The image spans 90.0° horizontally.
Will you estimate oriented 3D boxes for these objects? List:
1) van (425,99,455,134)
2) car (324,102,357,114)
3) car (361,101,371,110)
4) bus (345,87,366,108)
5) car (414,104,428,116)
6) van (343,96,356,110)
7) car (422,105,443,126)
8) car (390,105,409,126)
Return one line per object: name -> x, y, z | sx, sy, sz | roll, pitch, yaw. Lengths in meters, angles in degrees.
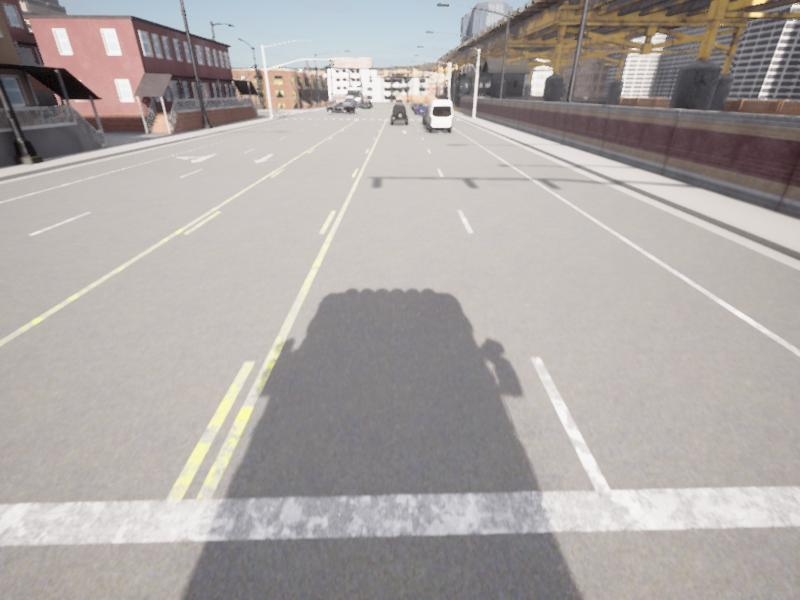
van -> 3.446, -16.414, 35.614 | 1.988, 2.561, 5.915 | 0, 27, 0
car -> -9.807, -31.456, 65.640 | 5.238, 1.638, 1.930 | 15, 31, 27
car -> -7.134, -41.314, 84.856 | 1.851, 1.617, 3.988 | 0, 27, 0
bus -> -10.525, -48.396, 95.572 | 3.944, 4.253, 10.273 | 0, 27, 0
car -> 3.396, -31.196, 65.534 | 2.152, 1.651, 5.027 | 0, 27, 0
van -> -10.636, -42.204, 85.413 | 1.988, 2.561, 5.915 | 0, 27, 0
car -> 3.432, -19.798, 42.869 | 1.905, 1.878, 3.866 | 0, 27, 0
car -> -0.068, -19.752, 42.761 | 1.905, 1.878, 3.866 | 0, 27, 0
